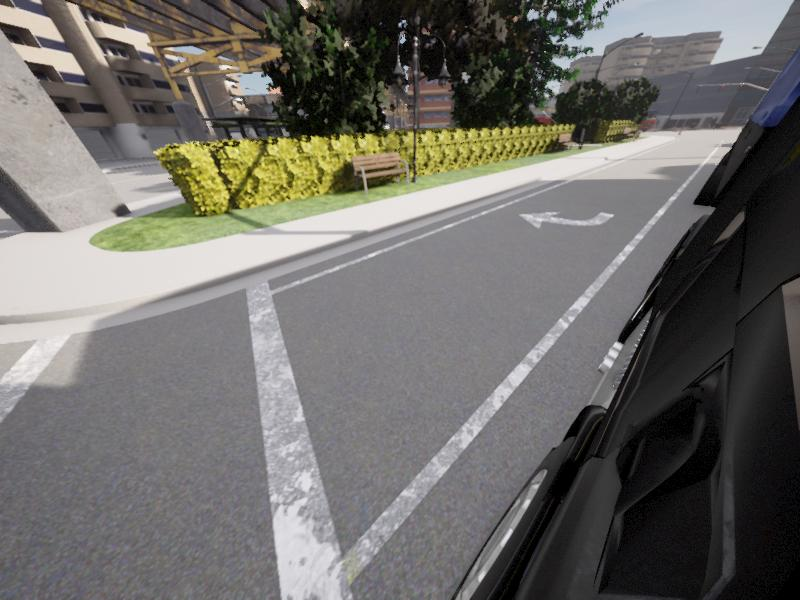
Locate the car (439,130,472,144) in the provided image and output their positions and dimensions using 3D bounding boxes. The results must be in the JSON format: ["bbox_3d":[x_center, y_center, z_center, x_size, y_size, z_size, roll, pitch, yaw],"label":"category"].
[{"bbox_3d":[9.003,-26.774,37.826,5.027,1.651,2.152,2,37,5],"label":"car"}]

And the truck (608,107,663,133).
[{"bbox_3d":[48.402,-37.174,48.023,2.891,3.827,8.468,1,36,5],"label":"truck"}]

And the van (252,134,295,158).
[{"bbox_3d":[-14.725,-18.237,27.282,2.069,2.038,4.480,2,37,5],"label":"van"}]

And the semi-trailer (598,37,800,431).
[{"bbox_3d":[8.670,-3.605,4.282,14.254,4.402,2.717,-28,44,-30],"label":"semi-trailer"}]

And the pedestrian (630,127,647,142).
[{"bbox_3d":[24.909,-17.298,24.162,0.751,1.300,0.751,26,45,32],"label":"pedestrian"}]

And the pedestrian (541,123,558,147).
[{"bbox_3d":[14.380,-15.889,22.279,0.751,1.860,0.751,6,37,11],"label":"pedestrian"}]

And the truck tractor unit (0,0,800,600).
[{"bbox_3d":[2.645,-0.295,0.351,6.516,4.208,3.053,-28,44,-30],"label":"truck tractor unit"}]

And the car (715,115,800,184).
[{"bbox_3d":[16.178,-6.636,9.968,5.566,2.045,2.150,-27,43,-31],"label":"car"}]

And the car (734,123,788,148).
[{"bbox_3d":[29.921,-13.700,19.208,4.674,1.442,1.812,-28,44,-29],"label":"car"}]

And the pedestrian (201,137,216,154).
[{"bbox_3d":[-26.518,-21.339,31.976,0.751,1.860,0.751,19,41,26],"label":"pedestrian"}]
